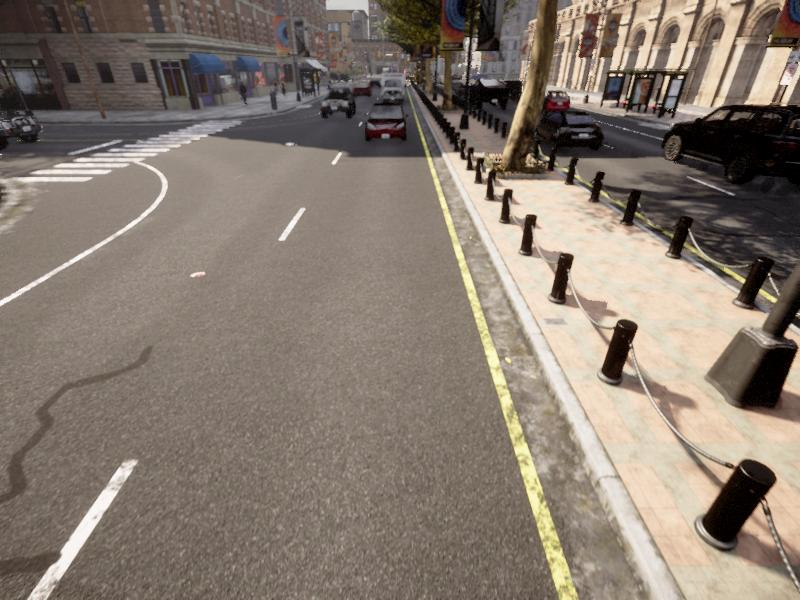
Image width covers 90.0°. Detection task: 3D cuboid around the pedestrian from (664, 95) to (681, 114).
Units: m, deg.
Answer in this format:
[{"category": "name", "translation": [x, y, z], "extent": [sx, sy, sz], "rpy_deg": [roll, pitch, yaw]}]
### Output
[{"category": "pedestrian", "translation": [19.026, -13.647, 27.917], "extent": [0.500, 1.100, 0.500], "rpy_deg": [-7, 31, -12]}]

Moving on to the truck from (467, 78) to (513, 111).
[{"category": "truck", "translation": [7.349, -17.329, 33.571], "extent": [2.390, 2.098, 6.274], "rpy_deg": [0, 30, 0]}]

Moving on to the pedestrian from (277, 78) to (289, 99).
[{"category": "pedestrian", "translation": [-11.625, -21.086, 39.884], "extent": [0.751, 1.860, 0.751], "rpy_deg": [-1, 30, -1]}]

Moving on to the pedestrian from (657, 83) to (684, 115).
[{"category": "pedestrian", "translation": [18.414, -13.696, 27.248], "extent": [0.751, 1.860, 0.751], "rpy_deg": [1, 30, 2]}]

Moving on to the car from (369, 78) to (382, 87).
[{"category": "car", "translation": [-4.158, -37.147, 68.262], "extent": [1.895, 1.301, 4.718], "rpy_deg": [0, 30, 0]}]

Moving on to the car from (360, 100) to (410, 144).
[{"category": "car", "translation": [-0.640, -8.849, 19.677], "extent": [2.163, 1.488, 4.792], "rpy_deg": [0, 30, 0]}]

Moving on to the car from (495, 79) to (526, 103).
[{"category": "car", "translation": [10.850, -20.704, 39.557], "extent": [1.905, 1.878, 3.866], "rpy_deg": [0, 31, 0]}]

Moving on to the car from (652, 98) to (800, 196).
[{"category": "car", "translation": [10.865, -5.069, 12.646], "extent": [2.150, 2.045, 5.566], "rpy_deg": [0, 30, 1]}]

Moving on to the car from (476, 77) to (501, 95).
[{"category": "car", "translation": [10.850, -26.454, 49.406], "extent": [1.932, 1.855, 4.605], "rpy_deg": [0, 30, 0]}]

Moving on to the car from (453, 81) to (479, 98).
[{"category": "car", "translation": [7.349, -23.848, 45.307], "extent": [2.128, 1.511, 4.902], "rpy_deg": [0, 30, 0]}]

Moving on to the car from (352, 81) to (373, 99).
[{"category": "car", "translation": [-4.150, -23.576, 44.815], "extent": [1.882, 1.535, 5.008], "rpy_deg": [0, 30, 0]}]

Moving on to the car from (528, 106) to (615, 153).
[{"category": "car", "translation": [7.356, -7.639, 17.720], "extent": [1.994, 1.385, 4.181], "rpy_deg": [0, 30, 0]}]

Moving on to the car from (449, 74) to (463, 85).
[{"category": "car", "translation": [10.839, -43.214, 78.307], "extent": [2.033, 1.649, 4.856], "rpy_deg": [0, 30, 0]}]

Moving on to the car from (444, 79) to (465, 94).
[{"category": "car", "translation": [7.346, -28.881, 54.083], "extent": [2.152, 1.651, 5.027], "rpy_deg": [0, 30, 0]}]

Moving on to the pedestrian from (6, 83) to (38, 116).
[{"category": "pedestrian", "translation": [-25.225, -13.394, 26.722], "extent": [0.751, 1.860, 0.751], "rpy_deg": [-10, 32, -17]}]

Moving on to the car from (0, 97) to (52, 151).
[{"category": "car", "translation": [-18.180, -7.472, 16.923], "extent": [4.605, 1.855, 1.932], "rpy_deg": [0, 30, -1]}]

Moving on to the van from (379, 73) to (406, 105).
[{"category": "van", "translation": [-0.651, -20.541, 38.742], "extent": [2.351, 2.431, 6.366], "rpy_deg": [0, 30, 0]}]

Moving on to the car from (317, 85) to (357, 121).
[{"category": "car", "translation": [-4.135, -13.472, 27.191], "extent": [1.932, 1.855, 4.605], "rpy_deg": [0, 30, 0]}]

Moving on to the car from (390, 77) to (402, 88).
[{"category": "car", "translation": [-0.657, -35.462, 65.241], "extent": [1.812, 1.442, 4.674], "rpy_deg": [0, 30, 0]}]

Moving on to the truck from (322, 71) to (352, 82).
[{"category": "truck", "translation": [-14.207, -50.768, 90.773], "extent": [6.274, 2.098, 2.390], "rpy_deg": [0, 30, 0]}]

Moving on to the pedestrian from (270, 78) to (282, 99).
[{"category": "pedestrian", "translation": [-12.300, -21.046, 39.816], "extent": [0.751, 1.860, 0.751], "rpy_deg": [-2, 30, -3]}]

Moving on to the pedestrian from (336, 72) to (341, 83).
[{"category": "pedestrian", "translation": [-12.166, -44.357, 79.697], "extent": [0.751, 1.860, 0.751], "rpy_deg": [0, 30, -1]}]

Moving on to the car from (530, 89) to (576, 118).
[{"category": "car", "translation": [10.845, -14.144, 28.670], "extent": [1.789, 1.549, 3.705], "rpy_deg": [0, 31, 0]}]

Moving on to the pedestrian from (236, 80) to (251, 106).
[{"category": "pedestrian", "translation": [-12.882, -17.053, 32.985], "extent": [0.751, 1.860, 0.751], "rpy_deg": [-4, 31, -7]}]
